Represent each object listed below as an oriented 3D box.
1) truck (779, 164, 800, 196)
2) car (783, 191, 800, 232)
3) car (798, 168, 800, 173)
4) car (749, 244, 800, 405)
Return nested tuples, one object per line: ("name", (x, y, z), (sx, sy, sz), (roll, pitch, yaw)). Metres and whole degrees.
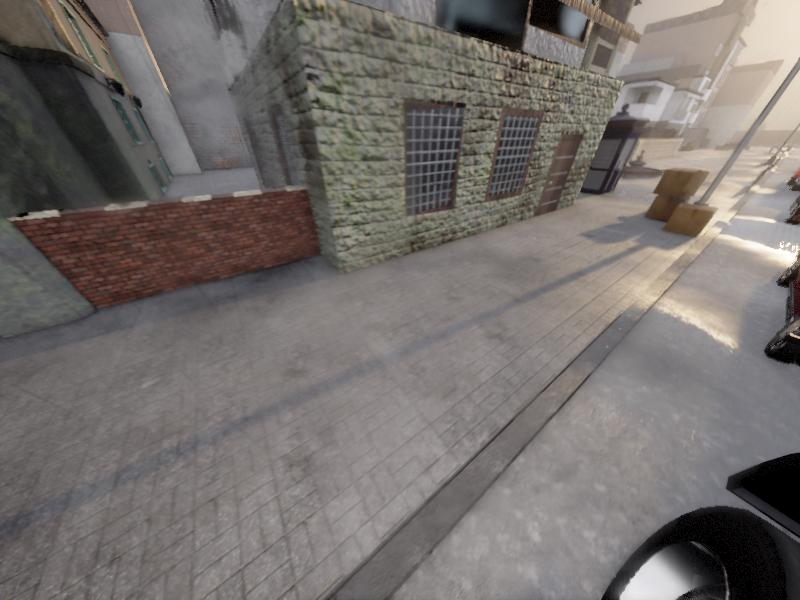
("truck", (20.782, -6.287, 10.523), (5.204, 2.467, 2.627), (-22, 41, -28))
("car", (13.529, -2.900, 6.731), (4.181, 1.385, 1.994), (-23, 41, -29))
("car", (30.855, -10.136, 16.408), (3.866, 1.878, 1.905), (-22, 41, -28))
("car", (6.374, 0.049, 2.678), (4.718, 1.301, 1.895), (-22, 41, -28))
